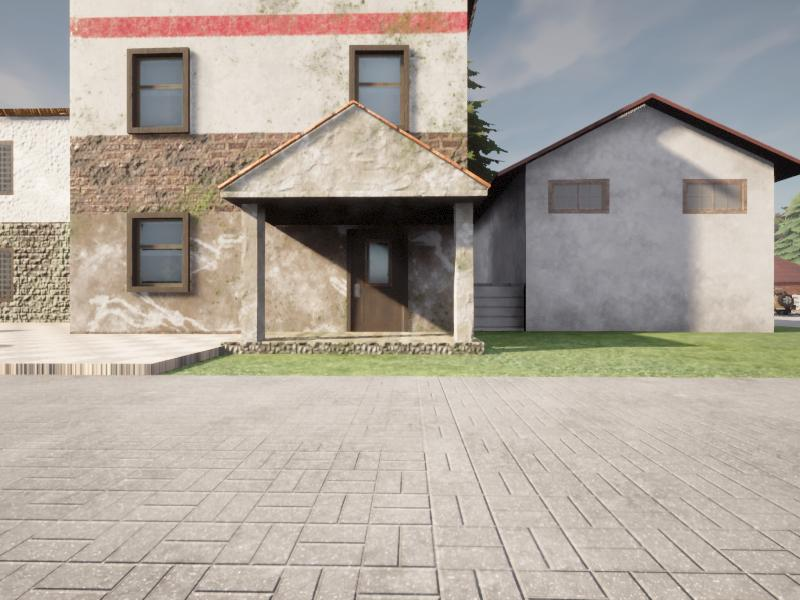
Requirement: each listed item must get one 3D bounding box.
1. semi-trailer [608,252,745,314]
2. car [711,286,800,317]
[{"bbox_3d":[23.534,-1.218,35.870,2.717,4.402,14.254,0,0,1],"label":"semi-trailer"},{"bbox_3d":[23.149,0.056,26.350,1.932,1.855,4.605,0,1,3],"label":"car"}]
